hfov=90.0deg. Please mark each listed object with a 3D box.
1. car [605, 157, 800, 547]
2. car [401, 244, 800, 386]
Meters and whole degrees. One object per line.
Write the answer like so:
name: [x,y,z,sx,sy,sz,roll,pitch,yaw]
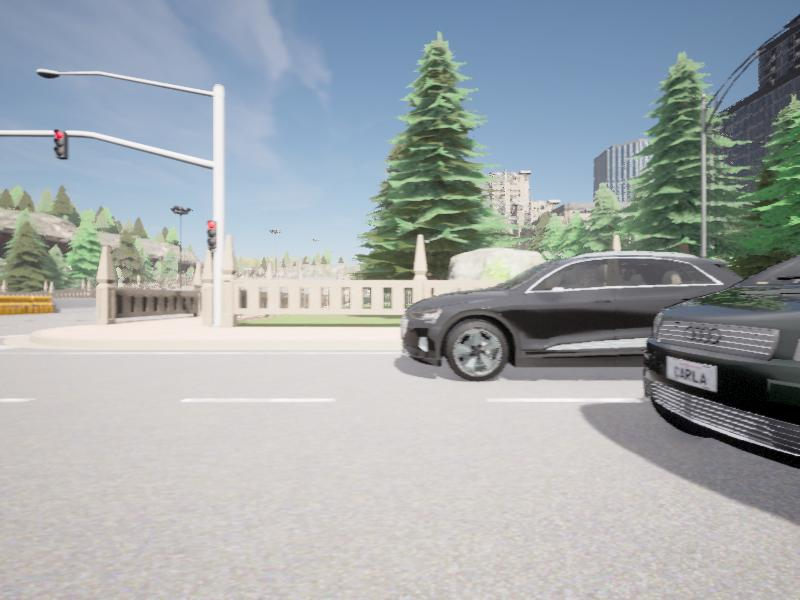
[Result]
car: [3.441,0.216,2.202,3.705,1.549,1.789,0,0,0]
car: [2.440,0.176,5.700,4.856,1.649,2.033,0,0,0]
